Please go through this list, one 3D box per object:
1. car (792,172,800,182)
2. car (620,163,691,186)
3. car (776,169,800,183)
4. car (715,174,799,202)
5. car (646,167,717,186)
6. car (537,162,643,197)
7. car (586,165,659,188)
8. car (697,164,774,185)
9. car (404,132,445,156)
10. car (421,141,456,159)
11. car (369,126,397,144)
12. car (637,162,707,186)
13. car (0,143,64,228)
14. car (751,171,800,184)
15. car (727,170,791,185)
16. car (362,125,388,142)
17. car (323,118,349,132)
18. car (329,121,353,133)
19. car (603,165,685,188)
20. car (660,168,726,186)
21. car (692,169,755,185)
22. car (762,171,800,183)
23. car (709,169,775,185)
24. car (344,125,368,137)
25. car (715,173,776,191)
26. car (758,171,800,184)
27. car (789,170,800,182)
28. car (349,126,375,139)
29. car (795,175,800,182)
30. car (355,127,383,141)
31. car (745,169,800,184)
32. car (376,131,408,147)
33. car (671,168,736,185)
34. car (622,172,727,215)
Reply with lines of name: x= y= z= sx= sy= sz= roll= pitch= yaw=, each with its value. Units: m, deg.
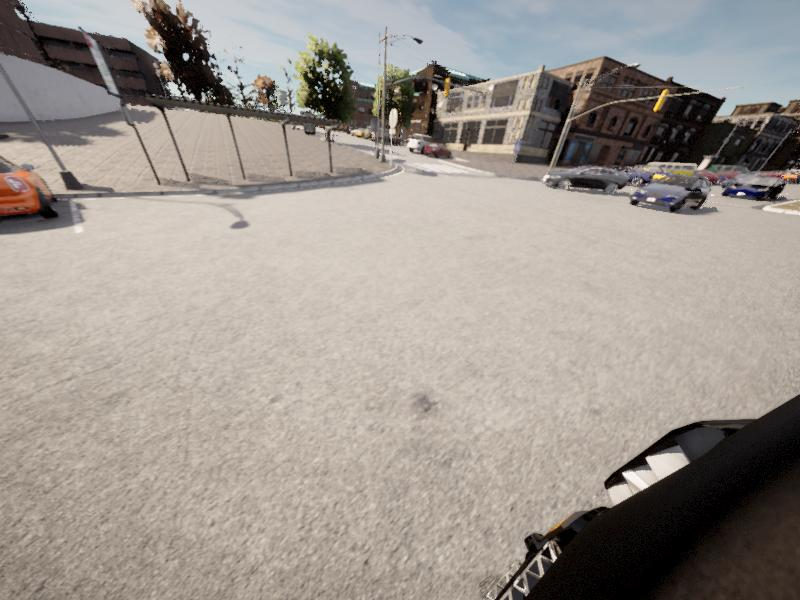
car: x=79.747 y=-23.204 z=43.953 sx=2.097 sy=1.535 sz=5.008 roll=-23 pitch=40 yaw=-34
car: x=26.757 y=-13.301 z=24.409 sx=4.553 sy=1.767 sz=2.185 roll=29 pitch=41 yaw=35
car: x=71.373 y=-21.930 z=40.934 sx=1.878 sy=1.987 sz=4.442 roll=-23 pitch=40 yaw=-35
car: x=26.286 y=-8.306 z=17.021 sx=4.792 sy=1.488 sz=2.163 roll=-13 pitch=36 yaw=-23
car: x=32.238 y=-14.388 z=26.735 sx=4.892 sy=1.521 sz=2.231 roll=30 pitch=41 yaw=36
car: x=12.413 y=-8.165 z=15.521 sx=4.902 sy=1.511 sz=2.128 roll=8 pitch=34 yaw=5
car: x=21.297 y=-12.013 z=22.304 sx=4.792 sy=1.488 sz=2.163 roll=29 pitch=41 yaw=35
car: x=46.073 y=-17.435 z=32.022 sx=2.435 sy=2.045 sz=5.566 roll=-25 pitch=42 yaw=-37
car: x=3.381 y=-20.835 z=30.984 sx=2.435 sy=2.045 sz=5.566 roll=31 pitch=41 yaw=27
car: x=4.862 y=-18.886 z=29.170 sx=2.002 sy=1.452 sz=4.674 roll=31 pitch=41 yaw=27
car: x=-2.816 y=-27.583 z=38.782 sx=1.878 sy=1.987 sz=4.442 roll=31 pitch=42 yaw=27
car: x=29.596 y=-13.933 z=25.414 sx=4.442 sy=1.987 sz=1.878 roll=29 pitch=41 yaw=35
car: x=-12.079 y=-3.416 z=6.612 sx=4.553 sy=1.767 sz=2.185 roll=25 pitch=39 yaw=31
car: x=62.837 y=-20.334 z=38.241 sx=2.231 sy=1.521 sz=4.892 roll=-24 pitch=41 yaw=-35
car: x=54.406 y=-18.825 z=35.266 sx=2.097 sy=1.535 sz=5.008 roll=-25 pitch=41 yaw=-35
car: x=-4.349 y=-29.294 z=40.756 sx=1.878 sy=1.987 sz=4.442 roll=31 pitch=41 yaw=27
car: x=-15.081 y=-41.278 z=54.546 sx=2.435 sy=2.045 sz=5.566 roll=30 pitch=41 yaw=26
car: x=-13.423 y=-39.465 z=52.882 sx=1.946 sy=1.575 sz=5.366 roll=30 pitch=41 yaw=26
car: x=24.186 y=-12.496 z=23.194 sx=5.366 sy=1.575 sz=1.946 roll=29 pitch=41 yaw=35
car: x=34.984 y=-14.937 z=27.861 sx=2.002 sy=1.452 sz=4.674 roll=-27 pitch=43 yaw=-37
car: x=43.262 y=-16.645 z=31.127 sx=2.002 sy=1.452 sz=4.674 roll=-26 pitch=42 yaw=-36
car: x=68.340 y=-21.391 z=40.288 sx=1.946 sy=1.575 sz=5.366 roll=-24 pitch=41 yaw=-34
car: x=48.822 y=-17.777 z=33.224 sx=2.097 sy=1.535 sz=5.008 roll=-25 pitch=41 yaw=-36
car: x=-8.914 y=-34.255 z=46.905 sx=2.002 sy=1.452 sz=4.674 roll=31 pitch=41 yaw=27
car: x=35.351 y=-12.114 z=23.628 sx=5.357 sy=1.411 sz=2.033 roll=-12 pitch=36 yaw=-22
car: x=65.646 y=-20.835 z=39.226 sx=2.097 sy=1.535 sz=5.008 roll=-23 pitch=40 yaw=-35
car: x=77.016 y=-22.875 z=42.821 sx=1.878 sy=1.987 sz=4.442 roll=-23 pitch=40 yaw=-34
car: x=-7.367 y=-32.548 z=44.939 sx=2.002 sy=1.452 sz=4.674 roll=31 pitch=41 yaw=27
car: x=82.553 y=-23.893 z=44.767 sx=2.435 sy=2.045 sz=5.566 roll=-23 pitch=40 yaw=-34
car: x=-5.720 y=-30.946 z=43.065 sx=1.946 sy=1.575 sz=5.366 roll=31 pitch=41 yaw=27
car: x=60.033 y=-19.939 z=37.183 sx=2.185 sy=1.767 sz=4.553 roll=-24 pitch=41 yaw=-35
car: x=-1.255 y=-25.742 z=37.022 sx=2.231 sy=1.521 sz=4.892 roll=31 pitch=41 yaw=27
car: x=37.737 y=-15.519 z=28.970 sx=2.002 sy=1.452 sz=4.674 roll=-26 pitch=42 yaw=-37
car: x=13.292 y=-5.238 z=11.218 sx=4.193 sy=1.474 sz=1.816 roll=-13 pitch=37 yaw=-25
